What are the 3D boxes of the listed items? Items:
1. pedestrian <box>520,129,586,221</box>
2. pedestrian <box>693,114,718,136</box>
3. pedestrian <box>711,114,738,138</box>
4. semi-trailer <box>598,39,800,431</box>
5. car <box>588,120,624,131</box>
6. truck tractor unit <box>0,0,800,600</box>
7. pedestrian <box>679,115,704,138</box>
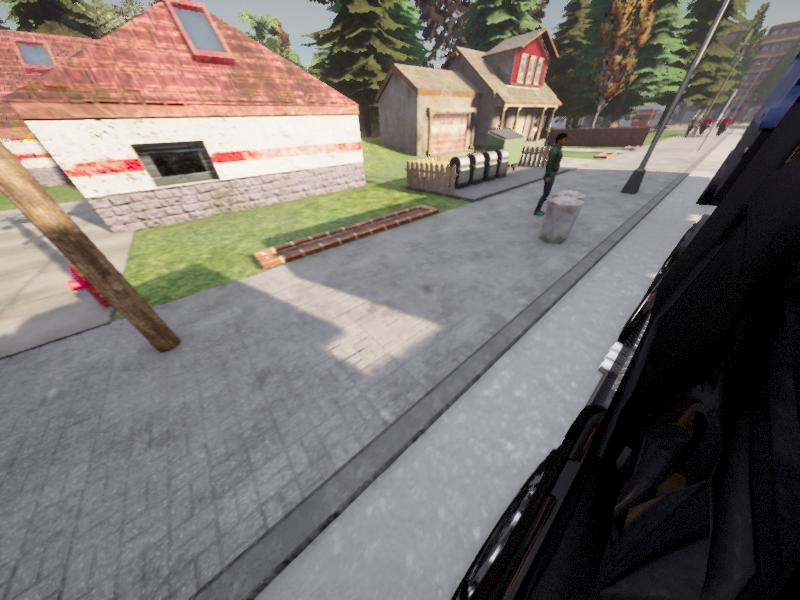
[{"bbox_3d":[3.756,-3.086,5.780,0.751,1.860,0.751,22,43,29],"label":"pedestrian"},{"bbox_3d":[33.822,-19.365,25.601,0.751,1.860,0.751,-23,41,-25],"label":"pedestrian"},{"bbox_3d":[32.120,-17.267,22.903,0.751,1.860,0.751,-30,44,-31],"label":"pedestrian"},{"bbox_3d":[8.692,-3.610,4.232,14.254,4.402,2.717,-28,44,-30],"label":"semi-trailer"},{"bbox_3d":[42.262,-35.856,47.543,2.152,1.651,5.027,-28,44,-30],"label":"car"},{"bbox_3d":[2.645,-0.295,0.351,6.516,4.208,3.053,-28,44,-30],"label":"truck tractor unit"},{"bbox_3d":[30.686,-18.266,24.336,0.751,1.860,0.751,-22,41,-24],"label":"pedestrian"}]
